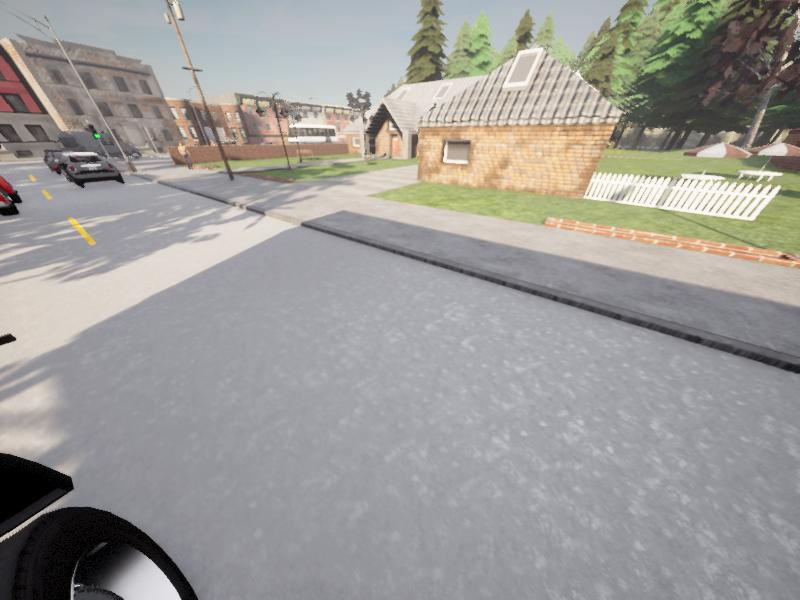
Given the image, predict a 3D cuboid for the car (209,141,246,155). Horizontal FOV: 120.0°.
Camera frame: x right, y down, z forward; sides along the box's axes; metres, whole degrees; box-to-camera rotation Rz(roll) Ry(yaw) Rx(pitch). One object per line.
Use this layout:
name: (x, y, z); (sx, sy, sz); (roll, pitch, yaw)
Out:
car: (-26.877, -23.852, 36.139); (1.851, 1.617, 3.988); (22, 41, 28)

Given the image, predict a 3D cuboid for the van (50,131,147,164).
van: (-31.765, -16.484, 24.841); (1.988, 2.561, 5.915); (-2, 35, 4)

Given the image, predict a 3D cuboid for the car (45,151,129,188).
car: (-17.796, -7.526, 13.162); (3.806, 1.475, 1.970); (22, 41, 28)

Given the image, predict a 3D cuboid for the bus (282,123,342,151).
bus: (-17.220, -32.678, 46.445); (3.944, 4.253, 10.273); (22, 41, 28)

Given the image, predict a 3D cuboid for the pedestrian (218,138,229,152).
pedestrian: (-30.003, -26.321, 39.175); (0.751, 1.860, 0.751); (-29, 44, -35)

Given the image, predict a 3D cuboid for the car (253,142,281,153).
car: (-23.217, -26.803, 40.422); (1.845, 1.501, 3.633); (22, 41, 28)

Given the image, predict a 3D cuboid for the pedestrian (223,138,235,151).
pedestrian: (-29.442, -26.755, 39.794); (0.751, 1.860, 0.751); (18, 39, 23)

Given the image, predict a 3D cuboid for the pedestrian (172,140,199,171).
pedestrian: (-15.590, -10.475, 16.808); (0.751, 1.860, 0.751); (-27, 44, -33)

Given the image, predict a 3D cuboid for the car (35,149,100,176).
car: (-24.474, -10.208, 17.005); (4.181, 1.385, 1.994); (22, 41, 28)

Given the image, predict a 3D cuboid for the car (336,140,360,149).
car: (-11.975, -35.988, 53.501); (1.801, 1.575, 5.366); (22, 41, 28)

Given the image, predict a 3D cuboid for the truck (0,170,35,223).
truck: (-15.015, -3.983, 7.296); (5.204, 2.467, 2.627); (22, 41, 28)

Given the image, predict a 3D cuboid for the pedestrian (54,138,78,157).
pedestrian: (-39.633, -18.090, 27.417); (0.751, 1.860, 0.751); (-28, 44, -34)
